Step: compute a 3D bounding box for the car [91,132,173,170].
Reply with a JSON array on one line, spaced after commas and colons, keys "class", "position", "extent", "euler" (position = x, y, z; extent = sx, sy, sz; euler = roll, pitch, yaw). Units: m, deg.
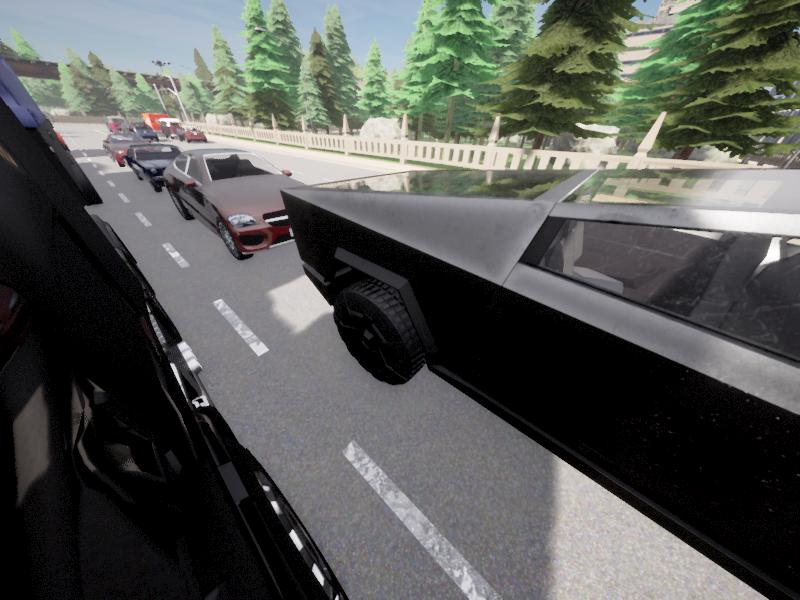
[{"class": "car", "position": [-14.744, -8.305, 12.710], "extent": [4.181, 1.385, 1.994], "euler": [27, 43, 29]}]

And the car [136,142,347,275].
[{"class": "car", "position": [-3.838, -2.606, 5.534], "extent": [5.027, 1.651, 2.152], "euler": [28, 44, 30]}]

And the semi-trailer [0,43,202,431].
[{"class": "semi-trailer", "position": [-8.698, -3.602, 4.233], "extent": [14.254, 4.402, 2.717], "euler": [28, 44, 30]}]

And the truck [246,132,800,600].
[{"class": "truck", "position": [1.901, 0.255, 1.655], "extent": [6.274, 2.098, 2.390], "euler": [28, 44, 30]}]

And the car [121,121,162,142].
[{"class": "car", "position": [-27.697, -18.046, 24.762], "extent": [3.988, 1.617, 1.851], "euler": [28, 44, 30]}]

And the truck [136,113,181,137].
[{"class": "truck", "position": [-33.216, -24.076, 31.778], "extent": [5.204, 2.467, 2.627], "euler": [28, 44, 30]}]

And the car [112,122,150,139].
[{"class": "car", "position": [-32.871, -20.715, 28.197], "extent": [5.357, 1.411, 2.033], "euler": [28, 44, 30]}]

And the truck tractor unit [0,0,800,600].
[{"class": "truck tractor unit", "position": [-2.645, -0.295, 0.351], "extent": [6.516, 4.208, 3.053], "euler": [28, 44, 30]}]

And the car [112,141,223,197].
[{"class": "car", "position": [-9.293, -5.378, 9.185], "extent": [4.718, 1.301, 1.895], "euler": [28, 44, 30]}]

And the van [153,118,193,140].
[{"class": "van", "position": [-27.916, -21.076, 28.443], "extent": [4.480, 2.038, 2.069], "euler": [28, 44, 30]}]

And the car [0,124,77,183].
[{"class": "car", "position": [-16.096, -6.403, 9.868], "extent": [5.238, 1.638, 1.930], "euler": [28, 44, 30]}]

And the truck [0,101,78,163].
[{"class": "truck", "position": [-21.885, -9.853, 13.380], "extent": [5.204, 2.467, 2.627], "euler": [30, 44, 29]}]

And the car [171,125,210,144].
[{"class": "car", "position": [-23.146, -18.304, 25.495], "extent": [3.806, 1.475, 1.970], "euler": [28, 43, 30]}]

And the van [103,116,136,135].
[{"class": "van", "position": [-38.296, -23.845, 31.562], "extent": [4.442, 1.987, 1.775], "euler": [28, 44, 30]}]
